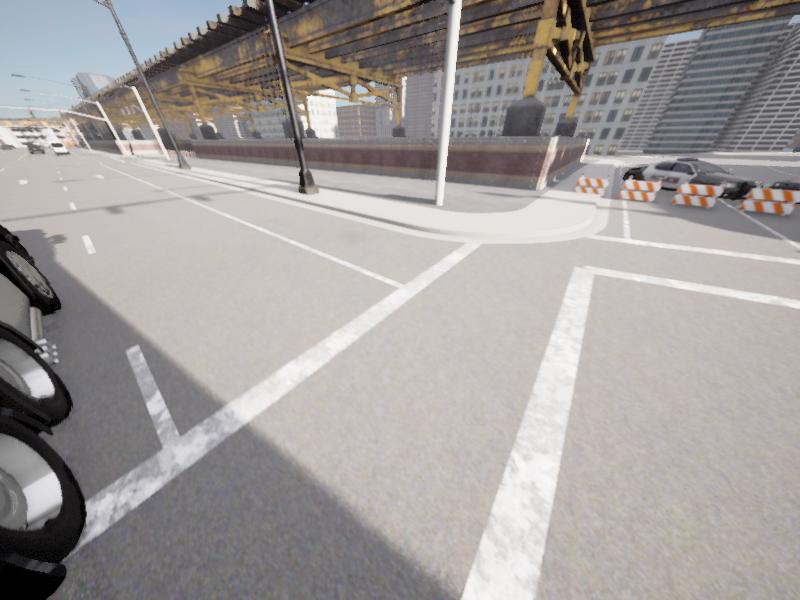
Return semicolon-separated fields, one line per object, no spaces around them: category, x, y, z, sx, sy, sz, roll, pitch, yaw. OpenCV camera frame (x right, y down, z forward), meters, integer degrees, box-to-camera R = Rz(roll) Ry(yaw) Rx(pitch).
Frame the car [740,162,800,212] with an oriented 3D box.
car;17.825;-4.477;9.094;4.974;1.542;2.038;1;35;2

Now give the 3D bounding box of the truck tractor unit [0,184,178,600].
truck tractor unit;-4.967;-0.422;0.962;6.516;4.208;3.053;24;41;30

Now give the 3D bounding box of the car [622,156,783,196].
car;14.193;-6.243;11.396;1.853;1.218;4.536;-5;35;-7

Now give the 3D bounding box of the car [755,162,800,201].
car;17.876;-4.606;9.003;4.536;1.218;1.853;1;35;2

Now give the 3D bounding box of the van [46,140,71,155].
van;-73.893;-32.988;50.013;5.915;2.561;1.988;24;41;31

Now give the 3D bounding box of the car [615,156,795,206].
car;14.201;-6.084;11.443;2.038;1.542;4.974;-5;35;-7
